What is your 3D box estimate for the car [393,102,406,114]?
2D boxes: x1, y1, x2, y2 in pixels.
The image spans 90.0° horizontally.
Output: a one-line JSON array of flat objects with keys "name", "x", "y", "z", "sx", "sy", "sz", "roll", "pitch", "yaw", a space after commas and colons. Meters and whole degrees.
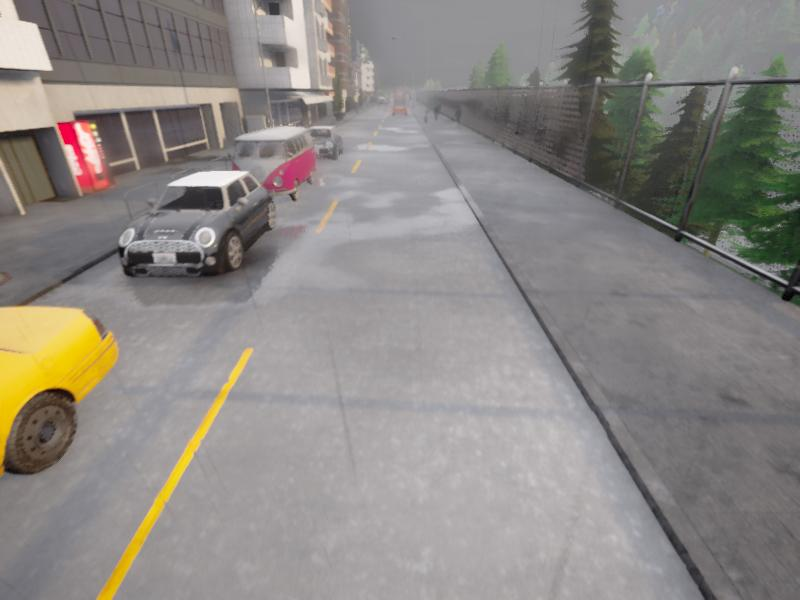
[{"name": "car", "x": -0.028, "y": -32.863, "z": 68.300, "sx": 2.152, "sy": 1.651, "sz": 5.027, "roll": 0, "pitch": 27, "yaw": 0}]

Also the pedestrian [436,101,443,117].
[{"name": "pedestrian", "x": 5.192, "y": -25.257, "z": 52.788, "sx": 0.751, "sy": 1.860, "sz": 0.751, "roll": 4, "pitch": 28, "yaw": 8}]

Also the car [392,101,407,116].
[{"name": "car", "x": -0.025, "y": -27.764, "z": 58.000, "sx": 2.097, "sy": 1.767, "sz": 4.553, "roll": 0, "pitch": 28, "yaw": 0}]

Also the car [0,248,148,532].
[{"name": "car", "x": -4.005, "y": 1.394, "z": 2.179, "sx": 1.801, "sy": 1.575, "sz": 5.366, "roll": 0, "pitch": 27, "yaw": 0}]

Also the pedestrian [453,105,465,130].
[{"name": "pedestrian", "x": 5.034, "y": -15.657, "z": 34.324, "sx": 0.751, "sy": 1.860, "sz": 0.751, "roll": -1, "pitch": 27, "yaw": -2}]

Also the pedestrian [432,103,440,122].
[{"name": "pedestrian", "x": 3.834, "y": -19.896, "z": 42.487, "sx": 0.751, "sy": 1.860, "sz": 0.751, "roll": 1, "pitch": 27, "yaw": 2}]

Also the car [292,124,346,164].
[{"name": "car", "x": -4.008, "y": -8.060, "z": 20.475, "sx": 1.970, "sy": 1.475, "sz": 3.806, "roll": 0, "pitch": 27, "yaw": 0}]

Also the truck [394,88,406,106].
[{"name": "truck", "x": -0.037, "y": -50.566, "z": 99.649, "sx": 2.891, "sy": 3.827, "sz": 8.468, "roll": 0, "pitch": 27, "yaw": 0}]

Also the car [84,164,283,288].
[{"name": "car", "x": -4.004, "y": -1.749, "z": 8.335, "sx": 1.970, "sy": 1.475, "sz": 3.806, "roll": 0, "pitch": 27, "yaw": 0}]

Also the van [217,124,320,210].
[{"name": "van", "x": -4.008, "y": -4.520, "z": 13.113, "sx": 1.775, "sy": 1.987, "sz": 4.442, "roll": 0, "pitch": 27, "yaw": 0}]

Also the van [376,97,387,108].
[{"name": "van", "x": -4.034, "y": -43.271, "z": 87.598, "sx": 2.069, "sy": 2.038, "sz": 4.480, "roll": 0, "pitch": 27, "yaw": 0}]
